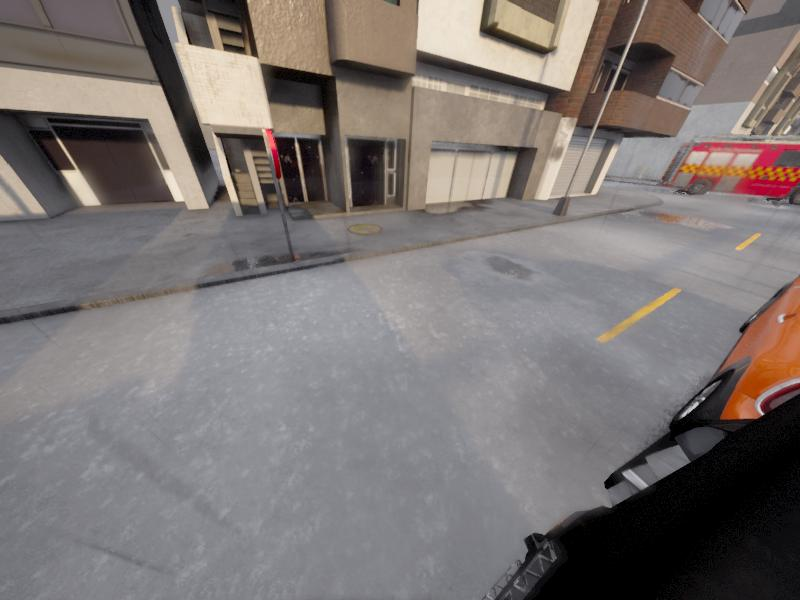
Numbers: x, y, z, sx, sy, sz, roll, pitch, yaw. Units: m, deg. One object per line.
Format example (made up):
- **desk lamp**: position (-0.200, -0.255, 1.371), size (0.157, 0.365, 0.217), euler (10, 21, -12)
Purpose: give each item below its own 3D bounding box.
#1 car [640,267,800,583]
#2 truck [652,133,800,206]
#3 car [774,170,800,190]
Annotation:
- **car**: position (4.629, 0.592, 1.779), size (4.553, 1.767, 2.097), euler (-16, 38, -26)
- **truck**: position (24.963, -9.280, 16.345), size (8.468, 3.827, 2.891), euler (20, 37, 24)
- **car**: position (45.541, -13.630, 26.293), size (4.553, 1.767, 2.097), euler (-16, 38, -26)
